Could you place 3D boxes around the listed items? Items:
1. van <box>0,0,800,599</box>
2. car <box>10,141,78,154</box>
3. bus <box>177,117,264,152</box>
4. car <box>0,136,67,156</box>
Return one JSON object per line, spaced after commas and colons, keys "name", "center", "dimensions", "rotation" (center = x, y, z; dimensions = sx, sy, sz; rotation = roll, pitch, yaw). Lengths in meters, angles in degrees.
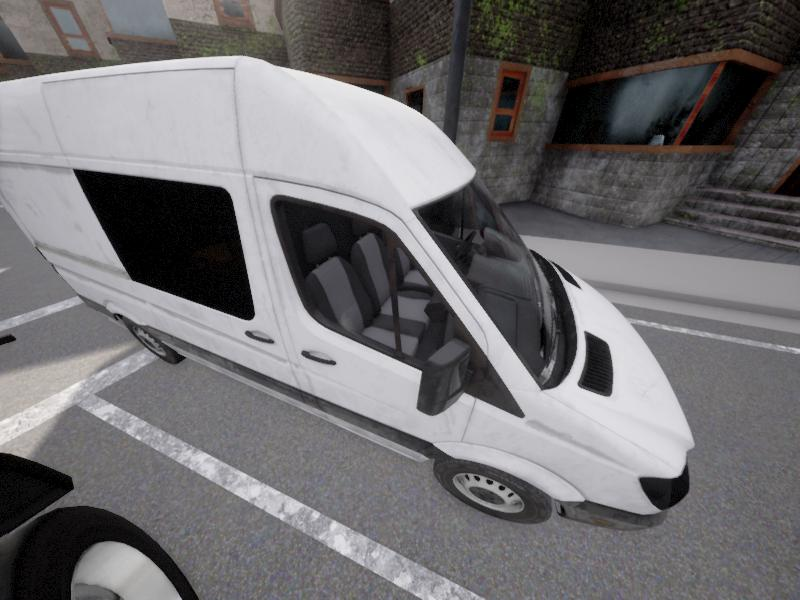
{"name": "van", "center": [-0.873, -0.412, 2.305], "dimensions": [5.915, 2.561, 1.988], "rotation": [13, 37, 17]}
{"name": "car", "center": [-51.846, -22.399, 33.849], "dimensions": [5.008, 1.535, 1.882], "rotation": [-15, 38, -21]}
{"name": "bus", "center": [-29.040, -27.617, 38.510], "dimensions": [10.273, 4.253, 3.944], "rotation": [-16, 38, -20]}
{"name": "car", "center": [-50.321, -20.789, 31.120], "dimensions": [5.566, 2.045, 2.150], "rotation": [-15, 38, -21]}
